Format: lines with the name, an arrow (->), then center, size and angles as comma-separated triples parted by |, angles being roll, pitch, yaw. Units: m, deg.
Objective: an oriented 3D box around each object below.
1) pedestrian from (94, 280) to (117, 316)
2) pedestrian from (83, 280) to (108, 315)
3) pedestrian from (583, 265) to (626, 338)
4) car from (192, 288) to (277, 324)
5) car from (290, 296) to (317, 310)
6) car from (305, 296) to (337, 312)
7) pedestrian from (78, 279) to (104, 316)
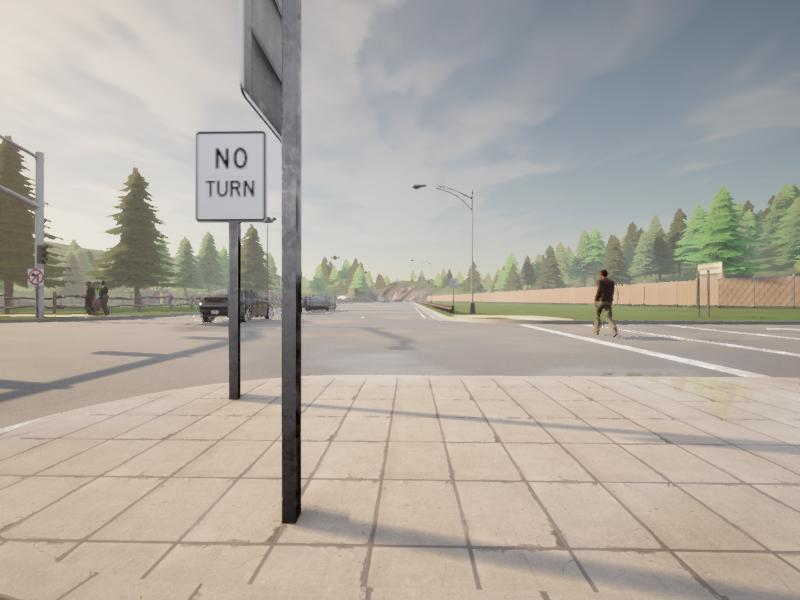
pedestrian -> -15.576, -0.117, 21.154 | 0.751, 1.860, 0.751 | 0, 0, -15
pedestrian -> -16.304, -0.117, 21.443 | 0.751, 1.860, 0.751 | 0, 0, 5
pedestrian -> 5.445, 0.037, 10.699 | 0.751, 1.860, 0.751 | 0, 0, -5
car -> -7.462, 0.243, 18.657 | 1.837, 1.490, 4.892 | 0, 0, 1
car -> -10.418, 0.268, 43.511 | 1.812, 1.442, 4.674 | 0, 0, 1
car -> -7.078, 0.307, 36.154 | 1.994, 1.385, 4.181 | 0, 0, 1
pedestrian -> -16.035, -0.117, 20.777 | 0.751, 1.860, 0.751 | 0, 0, 18
